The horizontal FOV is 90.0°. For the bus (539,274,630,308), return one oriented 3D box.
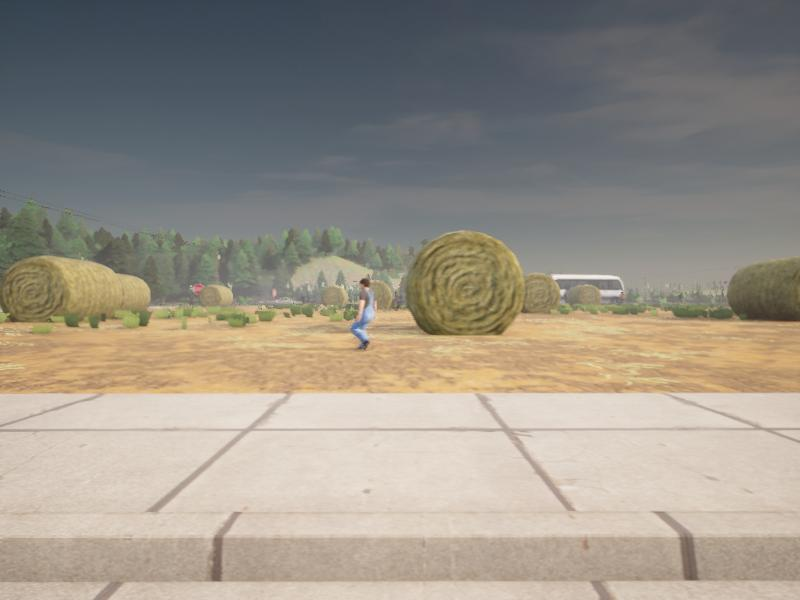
[{"bbox_3d":[24.415,-1.170,53.405,10.273,4.253,3.944,1,0,4],"label":"bus"}]

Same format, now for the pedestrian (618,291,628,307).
[{"bbox_3d":[26.230,-0.146,47.103,0.751,1.860,0.751,0,0,-14],"label":"pedestrian"}]

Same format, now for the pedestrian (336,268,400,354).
[{"bbox_3d":[-0.509,0.165,6.564,0.751,1.300,0.751,0,0,30],"label":"pedestrian"}]

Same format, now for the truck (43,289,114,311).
[{"bbox_3d":[-33.346,-0.003,41.834,2.390,2.098,6.274,0,0,1],"label":"truck"}]

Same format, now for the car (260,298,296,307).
[{"bbox_3d":[-18.160,0.351,59.575,4.718,1.301,1.895,0,0,4],"label":"car"}]

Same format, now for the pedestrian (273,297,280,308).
[{"bbox_3d":[-13.205,0.277,42.843,0.500,1.100,0.500,0,0,27],"label":"pedestrian"}]
